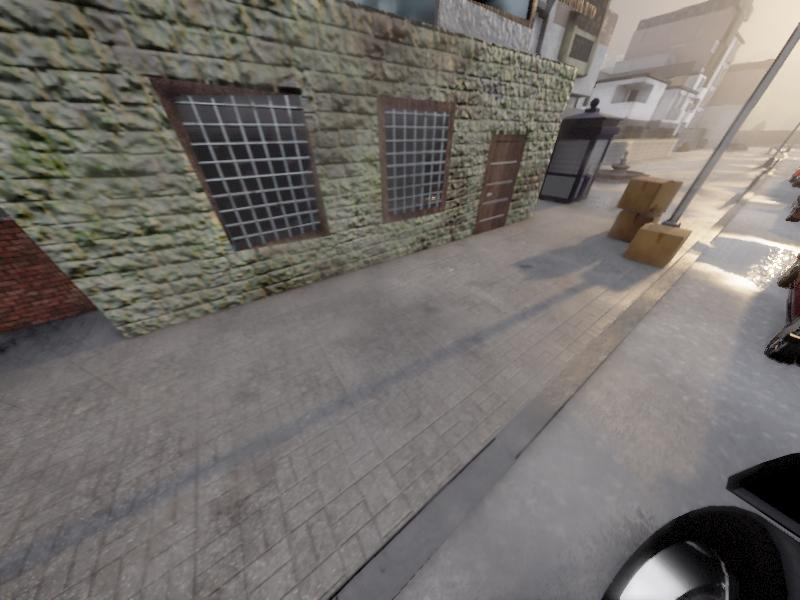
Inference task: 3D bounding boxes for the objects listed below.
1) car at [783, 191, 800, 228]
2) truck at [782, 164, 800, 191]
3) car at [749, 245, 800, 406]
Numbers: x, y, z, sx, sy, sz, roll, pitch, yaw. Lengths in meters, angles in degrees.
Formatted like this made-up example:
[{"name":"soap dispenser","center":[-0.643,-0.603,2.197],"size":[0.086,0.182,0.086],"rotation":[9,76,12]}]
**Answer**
[{"name":"car","center":[14.019,-3.080,6.996],"size":[4.181,1.385,1.994],"rotation":[-23,41,-28]},{"name":"truck","center":[22.361,-6.904,11.410],"size":[5.204,2.467,2.627],"rotation":[-22,41,-28]},{"name":"car","center":[6.376,0.056,2.677],"size":[4.718,1.301,1.895],"rotation":[-22,41,-28]}]
